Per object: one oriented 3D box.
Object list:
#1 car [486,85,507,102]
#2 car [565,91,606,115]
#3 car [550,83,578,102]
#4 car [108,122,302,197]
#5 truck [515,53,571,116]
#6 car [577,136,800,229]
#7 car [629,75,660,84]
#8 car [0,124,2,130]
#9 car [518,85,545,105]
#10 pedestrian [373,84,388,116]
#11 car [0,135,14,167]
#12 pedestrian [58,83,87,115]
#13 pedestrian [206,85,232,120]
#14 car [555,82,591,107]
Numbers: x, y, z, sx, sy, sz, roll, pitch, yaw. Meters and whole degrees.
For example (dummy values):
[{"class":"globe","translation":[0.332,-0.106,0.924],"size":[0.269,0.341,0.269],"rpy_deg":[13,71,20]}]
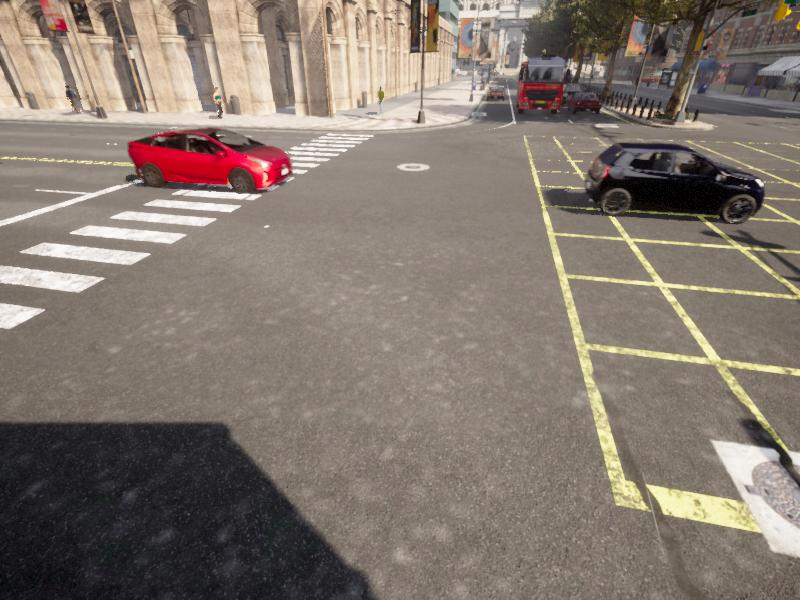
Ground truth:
[{"class":"car","translation":[9.978,-21.411,41.401],"size":[1.895,1.301,4.718],"rpy_deg":[6,31,11]},{"class":"car","translation":[14.102,-15.123,30.644],"size":[1.895,1.301,4.718],"rpy_deg":[6,31,11]},{"class":"car","translation":[16.913,-21.521,41.425],"size":[1.970,1.475,3.806],"rpy_deg":[7,31,11]},{"class":"car","translation":[-5.460,-4.147,11.605],"size":[4.514,1.525,2.007],"rpy_deg":[6,31,11]},{"class":"truck","translation":[10.813,-16.895,31.169],"size":[2.891,3.827,8.468],"rpy_deg":[6,31,11]},{"class":"car","translation":[6.381,-2.842,9.374],"size":[3.633,1.501,1.845],"rpy_deg":[6,31,11]},{"class":"car","translation":[50.656,-45.768,82.966],"size":[4.792,1.488,2.163],"rpy_deg":[7,31,12]},{"class":"car","translation":[-23.970,-9.823,21.315],"size":[3.633,1.501,1.845],"rpy_deg":[7,31,11]},{"class":"car","translation":[12.493,-19.655,38.226],"size":[1.970,1.475,3.806],"rpy_deg":[6,31,11]},{"class":"pedestrian","translation":[-1.254,-13.205,26.442],"size":[0.751,1.860,0.751],"rpy_deg":[7,31,12]},{"class":"car","translation":[-16.491,-5.352,13.695],"size":[4.892,1.490,1.837],"rpy_deg":[6,31,11]},{"class":"pedestrian","translation":[-22.451,-13.797,27.444],"size":[0.751,1.860,0.751],"rpy_deg":[15,34,25]},{"class":"pedestrian","translation":[-11.066,-12.060,24.474],"size":[0.751,1.860,0.751],"rpy_deg":[10,32,17]},{"class":"car","translation":[15.615,-18.742,36.349],"size":[2.097,1.767,4.553],"rpy_deg":[6,31,11]}]
